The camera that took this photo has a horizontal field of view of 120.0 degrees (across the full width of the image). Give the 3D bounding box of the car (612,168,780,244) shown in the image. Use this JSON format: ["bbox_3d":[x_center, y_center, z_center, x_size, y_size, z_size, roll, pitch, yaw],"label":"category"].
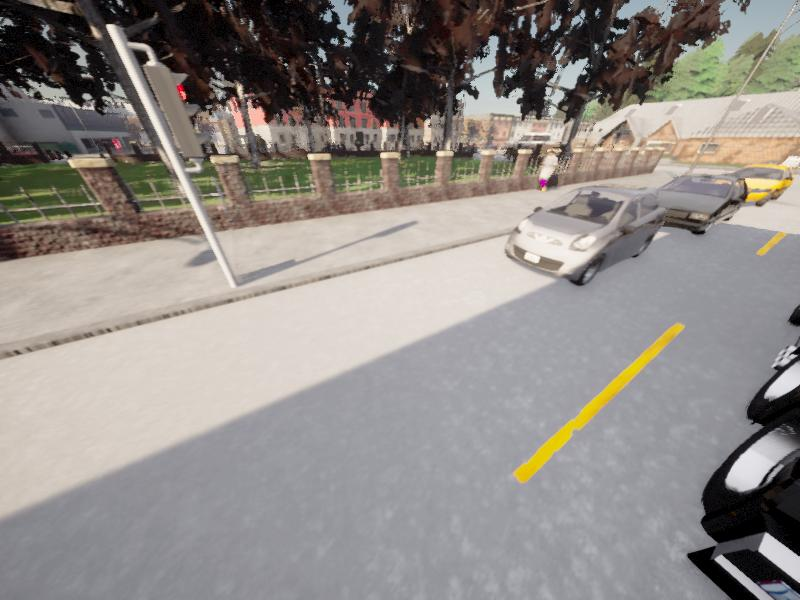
[{"bbox_3d":[9.941,-3.395,7.756,5.357,1.411,2.033,-18,39,-25],"label":"car"}]

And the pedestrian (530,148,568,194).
[{"bbox_3d":[7.195,-6.289,11.260,0.751,1.860,0.751,-18,39,-24],"label":"pedestrian"}]

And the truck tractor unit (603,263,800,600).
[{"bbox_3d":[5.105,-0.306,0.791,6.516,4.208,3.053,-18,39,-24],"label":"truck tractor unit"}]

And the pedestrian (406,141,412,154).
[{"bbox_3d":[1.683,-27.562,41.795,0.751,1.860,0.751,-16,38,-22],"label":"pedestrian"}]

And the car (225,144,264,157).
[{"bbox_3d":[-23.353,-22.439,34.721,4.514,1.525,2.007,-18,39,-24],"label":"car"}]

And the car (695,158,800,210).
[{"bbox_3d":[16.374,-5.483,10.653,5.366,1.575,1.801,-18,39,-24],"label":"car"}]

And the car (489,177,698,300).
[{"bbox_3d":[4.075,-1.613,5.023,3.633,1.501,1.845,-19,39,-26],"label":"car"}]

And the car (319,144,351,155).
[{"bbox_3d":[-11.299,-26.354,40.486,4.892,1.490,1.837,-19,39,-25],"label":"car"}]

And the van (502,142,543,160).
[{"bbox_3d":[17.417,-21.396,33.139,2.069,2.038,4.480,-18,39,-24],"label":"van"}]

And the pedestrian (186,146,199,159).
[{"bbox_3d":[-25.961,-18.429,28.905,0.751,1.300,0.751,-18,39,-25],"label":"pedestrian"}]

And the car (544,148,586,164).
[{"bbox_3d":[20.518,-18.102,28.877,1.845,1.501,3.633,-18,39,-24],"label":"car"}]

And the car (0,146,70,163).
[{"bbox_3d":[-41.238,-16.585,26.187,3.806,1.475,1.970,-18,39,-24],"label":"car"}]

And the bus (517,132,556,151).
[{"bbox_3d":[39.997,-46.575,67.983,10.273,4.253,3.944,-18,39,-24],"label":"bus"}]

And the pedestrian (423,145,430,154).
[{"bbox_3d":[4.857,-27.646,42.435,0.751,1.300,0.751,-19,39,-26],"label":"pedestrian"}]

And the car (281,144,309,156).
[{"bbox_3d":[-17.128,-24.479,37.687,3.705,1.549,1.789,-18,39,-24],"label":"car"}]

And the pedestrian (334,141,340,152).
[{"bbox_3d":[-13.035,-31.971,48.001,0.751,1.860,0.751,-20,40,-26],"label":"pedestrian"}]
